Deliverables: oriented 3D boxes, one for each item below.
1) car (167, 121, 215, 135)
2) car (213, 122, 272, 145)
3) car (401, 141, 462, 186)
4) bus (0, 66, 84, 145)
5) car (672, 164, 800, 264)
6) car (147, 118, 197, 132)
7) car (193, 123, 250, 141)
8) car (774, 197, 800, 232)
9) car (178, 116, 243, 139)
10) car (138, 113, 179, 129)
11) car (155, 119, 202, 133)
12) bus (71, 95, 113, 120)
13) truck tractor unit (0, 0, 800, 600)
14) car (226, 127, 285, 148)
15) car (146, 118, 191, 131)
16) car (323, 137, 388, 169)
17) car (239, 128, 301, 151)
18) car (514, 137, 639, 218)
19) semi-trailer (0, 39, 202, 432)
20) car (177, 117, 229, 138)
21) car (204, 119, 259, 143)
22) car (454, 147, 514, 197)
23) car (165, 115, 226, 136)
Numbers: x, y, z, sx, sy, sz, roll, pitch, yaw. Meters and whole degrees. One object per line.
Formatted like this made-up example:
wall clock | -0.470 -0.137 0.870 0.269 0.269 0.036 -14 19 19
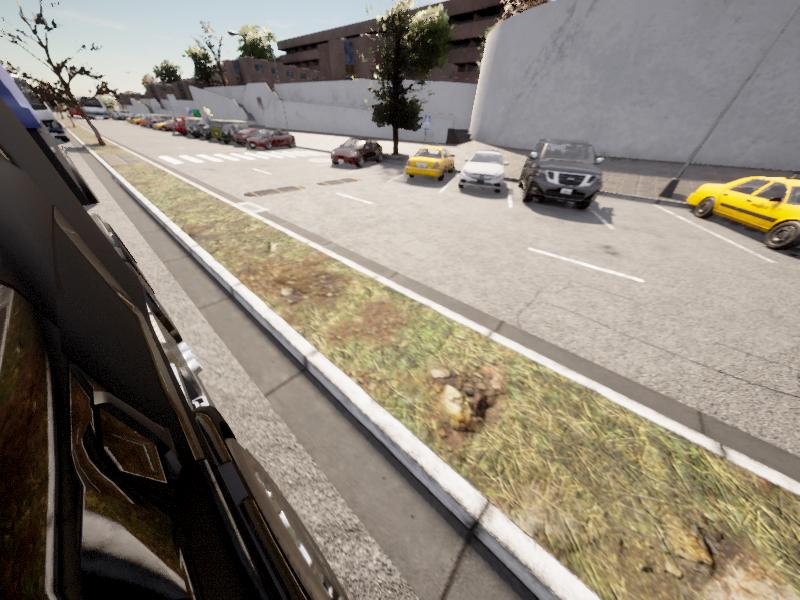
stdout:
car | -30.147 -24.908 33.492 2.002 1.452 4.674 14 38 15
car | -16.478 -17.631 24.490 2.185 1.767 4.553 14 38 15
car | 1.912 -7.747 12.814 1.946 1.575 5.366 14 38 15
bus | -30.458 -15.408 18.539 10.273 4.253 3.944 28 44 30
car | 10.968 -2.625 6.536 1.946 1.575 5.366 14 38 14
car | -37.037 -28.567 37.748 1.946 1.575 5.366 15 38 14
car | -21.032 -20.005 27.546 2.231 1.521 4.892 14 38 15
car | 13.342 -1.720 5.047 2.435 2.045 5.566 14 37 15
car | -23.299 -21.426 28.858 2.435 2.045 5.566 15 38 14
car | -43.832 -32.540 42.063 1.878 1.987 4.442 15 38 14
car | -34.710 -27.381 36.417 2.163 1.488 4.792 15 38 14
bus | -73.566 -45.898 55.172 10.273 4.253 3.944 29 44 29
truck tractor unit | -2.645 -0.295 0.352 6.516 4.208 3.053 28 44 30
car | -14.200 -16.282 23.129 2.002 1.452 4.674 14 38 15
car | -39.253 -29.910 39.405 2.163 1.488 4.792 15 38 14
car | -2.740 -10.079 15.651 2.163 1.488 4.792 15 38 14
car | -11.908 -15.035 21.611 2.163 1.488 4.792 15 38 14
car | 6.449 -5.357 9.510 2.435 2.045 5.566 15 38 14
semi-trailer | -8.735 -3.589 4.178 14.254 4.402 2.717 28 44 29
car | -25.609 -22.588 30.286 1.878 1.987 4.442 15 38 14
car | -18.702 -19.023 26.025 1.878 1.987 4.442 14 38 15
car | 4.150 -6.377 11.204 2.002 1.452 4.674 15 38 14
car | -27.845 -23.923 31.867 2.435 2.045 5.566 14 38 15
